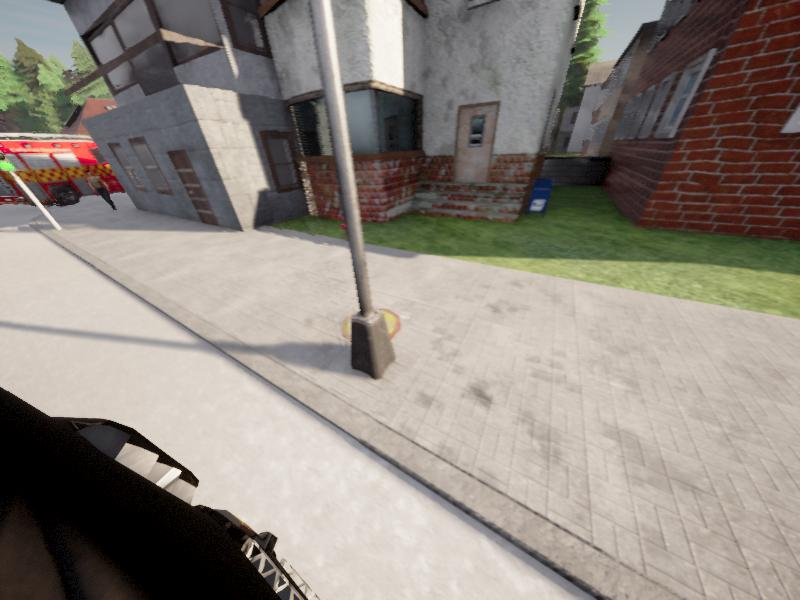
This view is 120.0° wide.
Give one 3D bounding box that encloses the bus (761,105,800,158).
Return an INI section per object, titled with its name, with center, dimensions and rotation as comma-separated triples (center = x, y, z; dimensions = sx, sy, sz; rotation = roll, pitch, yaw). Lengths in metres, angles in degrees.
[bus]
center = 39.371, -14.957, 20.129
dimensions = 3.944, 4.253, 10.273
rotation = 16, 38, 26

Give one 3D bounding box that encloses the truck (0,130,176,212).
[truck]
center = -21.728, -9.014, 15.821
dimensions = 2.891, 3.827, 8.468
rotation = 3, 34, 9

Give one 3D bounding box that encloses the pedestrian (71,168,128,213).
[pedestrian]
center = -14.503, -5.334, 11.236
dimensions = 0.751, 1.860, 0.751
rotation = -22, 38, -26
